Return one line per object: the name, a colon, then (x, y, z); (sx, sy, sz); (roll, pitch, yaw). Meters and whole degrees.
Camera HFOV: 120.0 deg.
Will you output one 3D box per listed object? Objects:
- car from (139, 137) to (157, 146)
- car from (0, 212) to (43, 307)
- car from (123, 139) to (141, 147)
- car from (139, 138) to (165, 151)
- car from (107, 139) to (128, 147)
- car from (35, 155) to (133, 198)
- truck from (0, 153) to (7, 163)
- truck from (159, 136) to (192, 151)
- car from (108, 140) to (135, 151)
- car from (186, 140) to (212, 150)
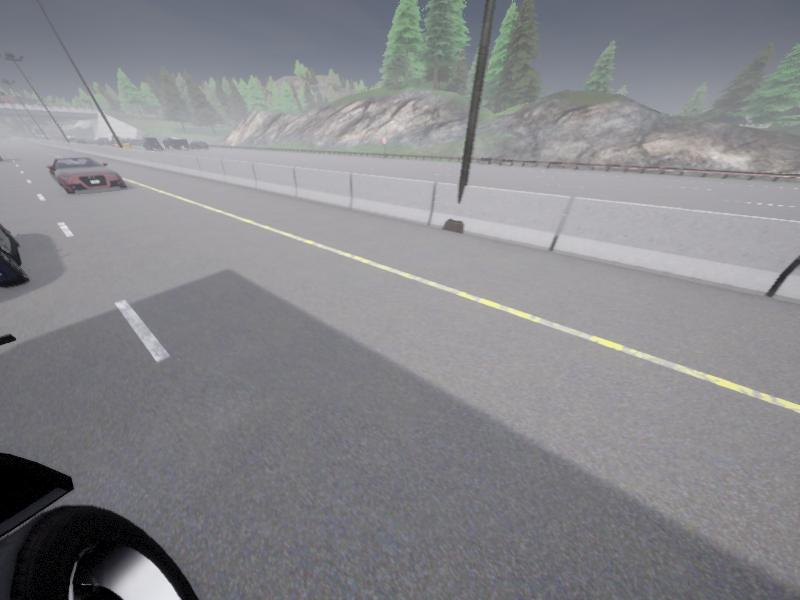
car: (-67.114, -42.193, 61.456); (3.866, 1.878, 1.905); (22, 41, 28)
car: (-8.728, -1.085, 3.950); (4.856, 1.649, 2.033); (22, 41, 28)
car: (-67.721, -39.838, 58.411); (3.988, 1.617, 1.851); (22, 41, 28)
car: (-45.027, -28.280, 41.925); (3.866, 1.878, 1.905); (22, 41, 28)
car: (-65.832, -36.595, 53.855); (4.514, 1.525, 2.007); (22, 41, 28)
car: (-15.589, -6.226, 11.398); (4.181, 1.385, 1.994); (22, 41, 28)
truck: (-40.651, -14.424, 21.829); (5.204, 2.467, 2.627); (22, 41, 28)
truck: (-42.938, -29.974, 44.169); (6.274, 2.098, 2.390); (22, 41, 28)
car: (-49.641, -27.569, 41.147); (5.366, 1.575, 1.801); (22, 41, 28)
car: (-40.528, -31.216, 46.458); (4.902, 1.511, 2.128); (22, 41, 28)
